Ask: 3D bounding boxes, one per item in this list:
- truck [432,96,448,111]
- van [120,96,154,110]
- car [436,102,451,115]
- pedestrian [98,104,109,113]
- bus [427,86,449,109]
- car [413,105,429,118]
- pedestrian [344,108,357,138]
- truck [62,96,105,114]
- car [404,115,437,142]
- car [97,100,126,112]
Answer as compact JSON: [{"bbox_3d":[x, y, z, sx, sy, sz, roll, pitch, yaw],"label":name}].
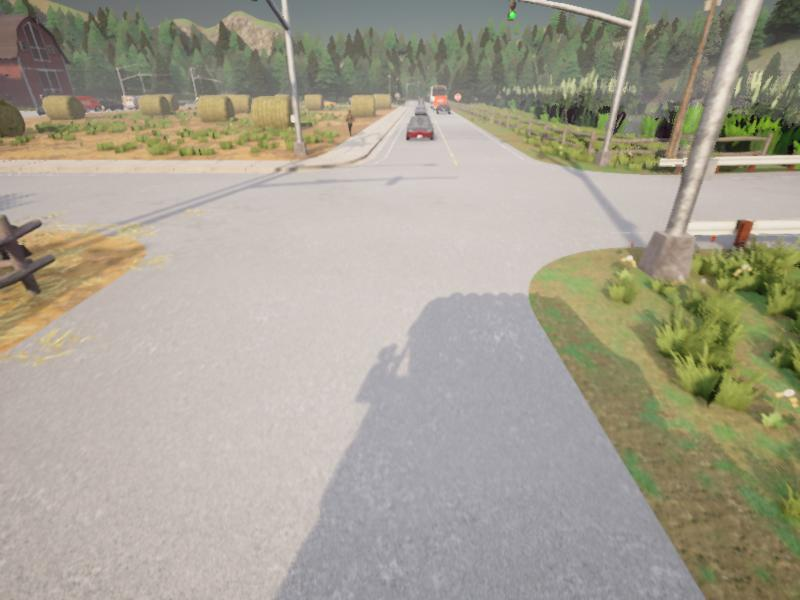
[{"bbox_3d":[7.447,-36.585,74.418,2.627,2.467,5.204,1,27,2],"label":"truck"},{"bbox_3d":[-52.618,-39.575,80.204,2.351,2.431,6.366,0,27,-1],"label":"van"},{"bbox_3d":[6.830,-30.338,63.284,2.152,1.651,5.027,1,27,2],"label":"car"},{"bbox_3d":[-45.882,-29.637,61.894,0.751,1.300,0.751,4,28,7],"label":"pedestrian"},{"bbox_3d":[7.932,-43.164,85.176,3.944,4.253,10.273,1,27,2],"label":"bus"},{"bbox_3d":[2.900,-26.177,55.499,2.033,1.411,5.357,1,27,2],"label":"car"},{"bbox_3d":[-3.484,-12.400,28.012,0.751,1.860,0.751,-1,27,-2],"label":"pedestrian"},{"bbox_3d":[-52.325,-32.388,66.314,2.627,2.467,5.204,-1,27,-1],"label":"truck"},{"bbox_3d":[1.466,-12.529,29.058,2.163,1.488,4.792,1,27,2],"label":"car"},{"bbox_3d":[-52.464,-35.450,72.870,1.932,1.855,4.605,0,27,-1],"label":"car"}]
